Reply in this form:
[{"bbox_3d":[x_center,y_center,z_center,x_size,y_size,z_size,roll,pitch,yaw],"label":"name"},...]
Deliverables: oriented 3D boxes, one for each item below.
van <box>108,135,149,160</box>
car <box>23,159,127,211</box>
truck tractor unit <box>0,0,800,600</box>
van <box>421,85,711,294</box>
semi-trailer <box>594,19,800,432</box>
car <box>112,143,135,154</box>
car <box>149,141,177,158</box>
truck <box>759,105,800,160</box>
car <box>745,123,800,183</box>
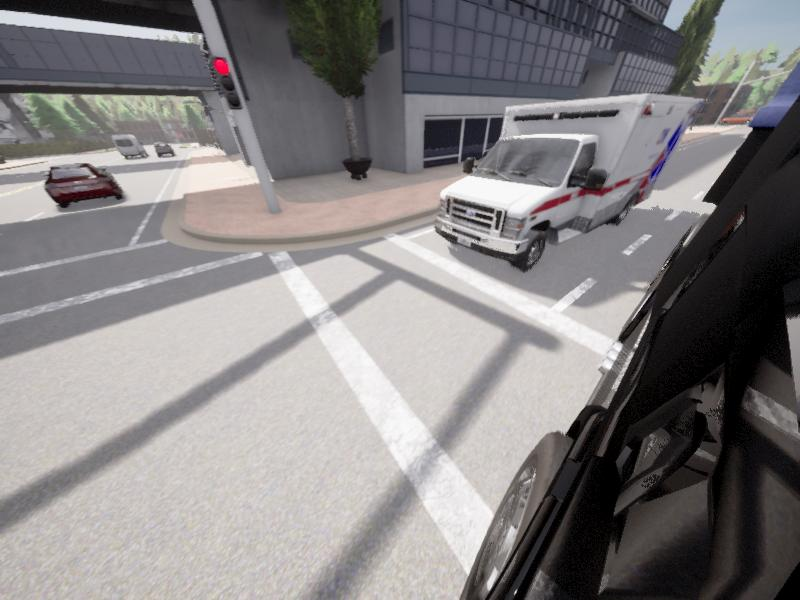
[{"bbox_3d":[-36.784,-20.967,31.557,1.988,2.561,5.915,-25,42,-27],"label":"van"},{"bbox_3d":[-14.316,-5.331,10.422,4.181,1.385,1.994,28,47,34],"label":"car"},{"bbox_3d":[2.645,-0.295,0.351,6.516,4.208,3.053,-28,44,-30],"label":"truck tractor unit"},{"bbox_3d":[3.679,-2.827,5.157,6.366,2.431,2.351,-25,42,-27],"label":"van"},{"bbox_3d":[8.901,-3.453,4.026,14.254,4.402,2.717,-26,43,-28],"label":"semi-trailer"},{"bbox_3d":[-52.055,-28.726,43.639,1.837,1.490,4.892,-27,43,-29],"label":"car"},{"bbox_3d":[-32.480,-20.741,31.781,1.851,1.617,3.988,-25,42,-27],"label":"car"},{"bbox_3d":[23.469,-9.512,12.857,5.204,2.467,2.627,-25,42,-27],"label":"truck"},{"bbox_3d":[16.402,-5.891,9.118,4.611,1.667,2.242,-25,42,-27],"label":"car"}]
